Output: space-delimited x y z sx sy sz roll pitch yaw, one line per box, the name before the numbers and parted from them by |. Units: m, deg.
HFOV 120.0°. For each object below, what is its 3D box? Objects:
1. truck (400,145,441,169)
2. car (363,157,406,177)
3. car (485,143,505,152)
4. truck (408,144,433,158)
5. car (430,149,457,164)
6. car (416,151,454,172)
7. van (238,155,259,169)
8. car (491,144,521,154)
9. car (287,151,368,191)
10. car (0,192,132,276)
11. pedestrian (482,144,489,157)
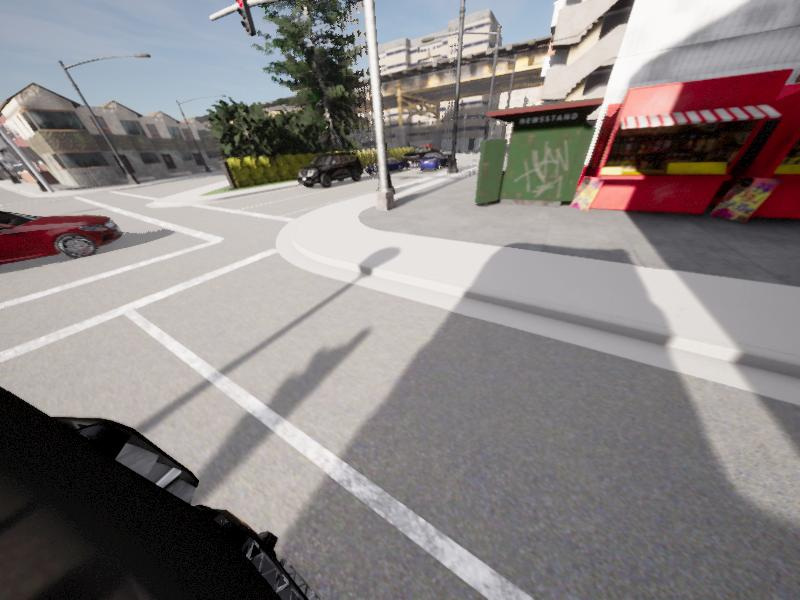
truck | 2.672 -17.529 28.239 2.390 2.098 6.274 16 38 27
car | -1.393 -13.191 22.786 1.895 1.301 4.718 16 38 27
car | 24.105 -38.644 58.634 4.974 1.542 2.038 -23 38 -27
truck | 4.955 -35.613 55.107 5.204 2.467 2.627 15 38 26
car | 6.295 -20.848 33.481 2.163 1.488 4.792 16 38 27
car | 3.766 -14.558 24.187 2.163 1.488 4.792 16 38 27
van | -34.695 -31.870 53.239 1.988 2.561 5.915 -11 34 -11
car | 20.946 -29.948 45.827 4.902 1.511 2.128 1 33 7
car | -5.112 -9.854 17.406 2.150 2.045 5.566 16 38 27
car | -10.649 -1.546 5.922 4.674 1.442 1.812 -27 40 -31
pedestrian | 14.862 -26.096 40.215 0.751 1.860 0.751 -4 33 0
